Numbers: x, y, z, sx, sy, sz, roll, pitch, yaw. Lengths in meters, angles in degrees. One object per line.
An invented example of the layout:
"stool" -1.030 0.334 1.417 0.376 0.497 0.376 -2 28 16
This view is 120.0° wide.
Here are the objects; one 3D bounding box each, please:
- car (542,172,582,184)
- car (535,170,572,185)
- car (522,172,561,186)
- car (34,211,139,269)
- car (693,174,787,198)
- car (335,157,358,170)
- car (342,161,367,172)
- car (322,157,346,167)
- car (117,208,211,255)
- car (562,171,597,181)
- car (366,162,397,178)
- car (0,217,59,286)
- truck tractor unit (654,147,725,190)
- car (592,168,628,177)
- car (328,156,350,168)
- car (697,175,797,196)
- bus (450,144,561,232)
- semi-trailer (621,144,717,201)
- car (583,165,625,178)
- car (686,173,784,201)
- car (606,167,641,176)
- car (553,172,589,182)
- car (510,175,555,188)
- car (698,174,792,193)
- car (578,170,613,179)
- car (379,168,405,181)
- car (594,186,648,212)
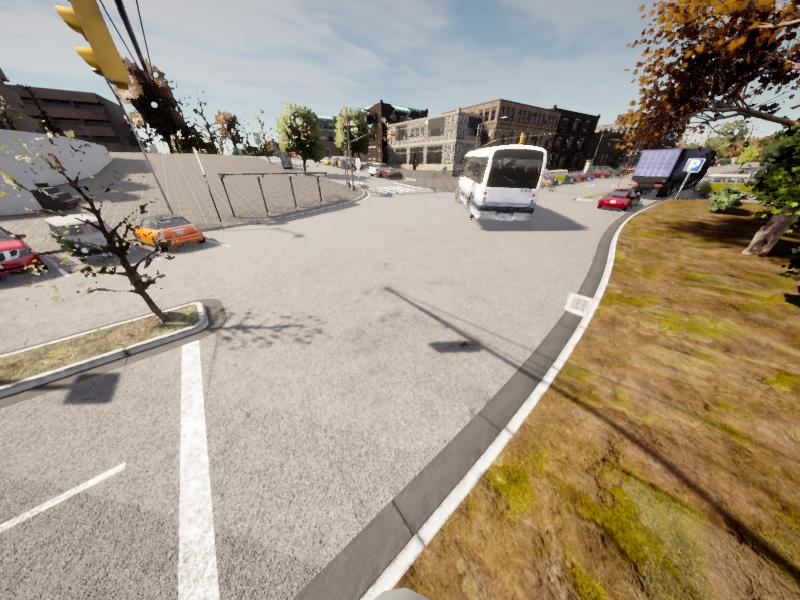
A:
"car" 26.611 -20.140 38.075 4.892 1.521 2.231 19 36 32
"car" 24.186 -19.390 36.497 4.442 1.987 1.878 19 36 31
"car" 21.562 -18.424 35.211 4.553 1.767 2.185 19 36 31
"car" -16.054 -3.211 11.856 4.442 1.987 1.878 15 34 27
"car" 33.092 -11.306 22.797 4.553 1.767 2.185 20 37 31
"car" -10.866 -27.919 47.185 1.878 1.987 4.442 21 37 23
"car" -8.914 -26.385 45.522 2.231 1.521 4.892 21 37 23
"car" -14.577 -30.665 51.280 1.946 1.575 5.366 21 37 23
"car" -13.789 -4.164 13.541 4.553 1.767 2.185 15 35 27
"car" 31.680 -21.906 40.851 4.674 1.452 2.002 19 36 32
"car" -3.124 -22.424 39.795 2.435 2.045 5.566 21 37 23
"car" -18.453 -2.226 10.271 5.566 2.045 2.435 15 34 27
"truck tractor unit" 35.731 -16.272 28.556 6.516 4.208 3.053 -20 36 -27
"car" 41.921 -25.455 46.197 5.008 1.535 2.097 20 37 33
"car" -12.791 -29.317 49.059 1.878 1.987 4.442 21 37 23
"car" 35.730 -12.037 24.127 5.366 1.575 1.946 21 37 31
"bus" 6.487 -8.724 17.139 3.944 4.253 10.273 4 32 3
"semi-trailer" 29.168 -13.934 24.797 14.254 4.402 2.717 -20 36 -28
"car" 39.365 -24.796 44.732 5.566 2.045 2.435 20 37 33
"car" 30.571 -10.506 21.390 4.442 1.987 1.878 20 38 31
"car" 47.102 -27.159 48.787 5.008 1.535 2.097 21 38 34
"car" 29.144 -21.005 39.471 4.674 1.452 2.002 19 37 32
"car" 19.246 -17.332 33.735 5.366 1.575 1.946 18 36 31
"car" 37.900 -13.039 25.682 5.366 1.575 1.946 21 38 31
"car" 36.781 -23.674 43.552 4.674 1.452 2.002 20 37 33
"car" -1.231 -20.775 38.067 2.002 1.452 4.674 21 37 23
"car" 18.197 -8.362 19.019 4.181 1.385 1.994 -23 37 -31
